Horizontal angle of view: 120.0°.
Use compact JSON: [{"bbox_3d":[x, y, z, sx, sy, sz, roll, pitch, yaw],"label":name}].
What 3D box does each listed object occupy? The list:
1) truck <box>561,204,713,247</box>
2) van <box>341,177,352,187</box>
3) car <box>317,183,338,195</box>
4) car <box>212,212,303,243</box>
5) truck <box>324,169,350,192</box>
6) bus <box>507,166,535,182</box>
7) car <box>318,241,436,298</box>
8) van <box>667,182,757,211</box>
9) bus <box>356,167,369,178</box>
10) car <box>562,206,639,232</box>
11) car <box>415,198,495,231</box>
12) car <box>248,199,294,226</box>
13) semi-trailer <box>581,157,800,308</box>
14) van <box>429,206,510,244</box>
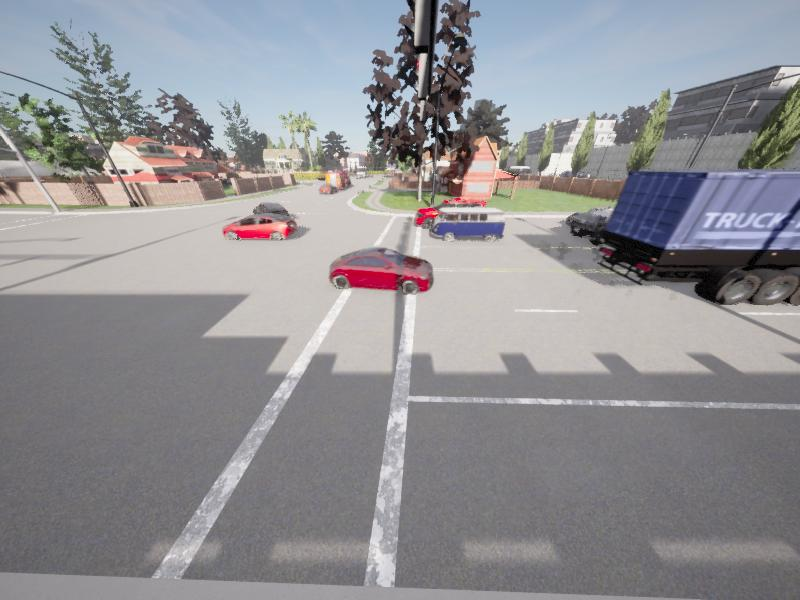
[{"bbox_3d":[14.446,-4.779,14.583,6.274,2.098,2.390,1,30,2],"label":"truck"},{"bbox_3d":[-12.924,-28.576,55.915,1.775,1.987,4.442,-1,30,-2],"label":"van"},{"bbox_3d":[-12.730,-19.705,40.913,2.152,1.651,5.027,0,30,0],"label":"car"},{"bbox_3d":[-9.181,-4.836,15.248,4.514,1.525,2.007,1,30,1],"label":"car"},{"bbox_3d":[-12.756,-24.915,47.736,2.891,3.827,8.468,0,30,0],"label":"truck"},{"bbox_3d":[40.785,-43.056,78.711,3.944,4.253,10.273,0,30,1],"label":"bus"},{"bbox_3d":[-0.744,-1.317,9.319,4.181,1.385,1.994,4,30,8],"label":"car"},{"bbox_3d":[36.266,-12.365,27.286,1.988,2.561,5.915,0,30,1],"label":"van"},{"bbox_3d":[-16.290,-55.543,100.349,3.944,4.253,10.273,0,30,0],"label":"bus"},{"bbox_3d":[15.252,-6.274,17.796,3.806,1.475,1.970,1,30,1],"label":"car"},{"bbox_3d":[3.982,-6.644,17.871,5.566,2.045,2.150,1,30,1],"label":"car"},{"bbox_3d":[-11.505,-7.890,20.555,1.837,1.490,4.892,-28,40,-35],"label":"car"},{"bbox_3d":[15.202,-2.287,7.948,14.254,4.402,2.717,1,30,1],"label":"semi-trailer"},{"bbox_3d":[4.260,-4.870,14.853,4.442,1.987,1.775,1,30,1],"label":"van"}]
